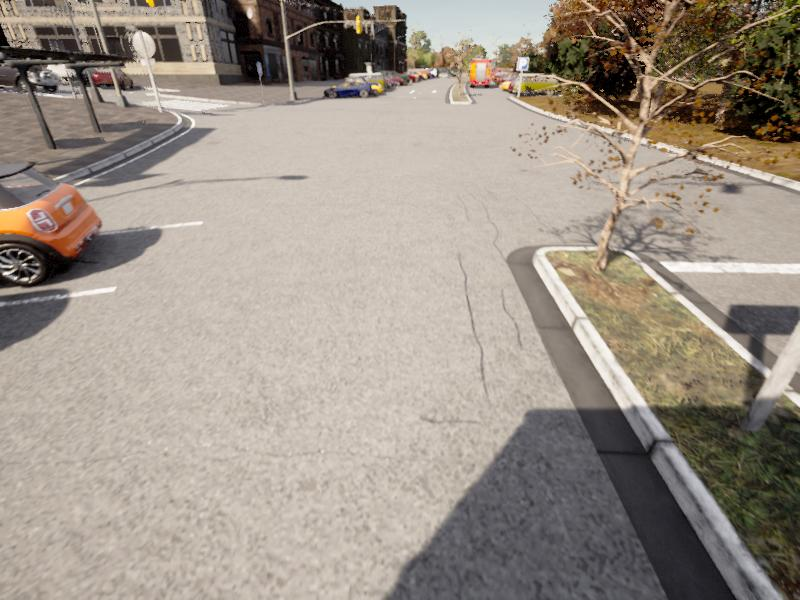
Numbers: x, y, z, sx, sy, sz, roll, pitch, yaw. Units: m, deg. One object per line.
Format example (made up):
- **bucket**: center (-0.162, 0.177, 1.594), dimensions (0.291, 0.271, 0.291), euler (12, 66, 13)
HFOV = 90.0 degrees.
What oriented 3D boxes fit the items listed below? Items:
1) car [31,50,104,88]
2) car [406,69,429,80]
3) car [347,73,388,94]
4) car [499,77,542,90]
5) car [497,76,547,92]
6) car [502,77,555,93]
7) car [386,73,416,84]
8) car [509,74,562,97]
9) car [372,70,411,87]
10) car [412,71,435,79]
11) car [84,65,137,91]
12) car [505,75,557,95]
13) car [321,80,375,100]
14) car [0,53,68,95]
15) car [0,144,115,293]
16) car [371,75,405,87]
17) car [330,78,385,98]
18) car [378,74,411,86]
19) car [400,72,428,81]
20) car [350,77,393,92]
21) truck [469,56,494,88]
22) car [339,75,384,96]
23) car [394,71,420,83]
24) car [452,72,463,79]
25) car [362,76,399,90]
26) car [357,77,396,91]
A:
- **car**: center (-24.867, -17.420, 30.260), dimensions (2.435, 2.045, 5.566), euler (-5, 30, -19)
- **car**: center (3.734, -47.799, 84.870), dimensions (4.442, 1.987, 1.878), euler (-5, 30, -7)
- **car**: center (-3.744, -25.145, 46.386), dimensions (4.442, 1.987, 1.878), euler (-8, 31, -11)
- **car**: center (15.275, -27.603, 50.968), dimensions (4.674, 1.452, 2.002), euler (-6, 31, -11)
- **car**: center (14.708, -26.128, 48.377), dimensions (5.366, 1.575, 1.946), euler (-6, 31, -11)
- **car**: center (14.694, -24.678, 45.922), dimensions (5.366, 1.575, 1.946), euler (-6, 31, -11)
- **car**: center (0.187, -38.568, 69.643), dimensions (5.008, 1.535, 2.097), euler (-6, 31, -8)
- **car**: center (13.706, -21.851, 40.679), dimensions (4.442, 1.987, 1.878), euler (-6, 32, -12)
- **car**: center (-1.301, -34.259, 61.826), dimensions (5.566, 2.045, 2.435), euler (-7, 30, -9)
- **car**: center (5.458, -52.082, 92.587), dimensions (5.008, 1.535, 2.097), euler (-5, 30, -7)
- **car**: center (-21.873, -16.887, 30.464), dimensions (2.002, 1.452, 4.674), euler (-5, 30, -19)
- **car**: center (14.123, -23.269, 43.285), dimensions (4.553, 1.767, 2.185), euler (-6, 31, -11)
- **car**: center (-5.050, -20.369, 38.788), dimensions (4.792, 1.488, 2.163), euler (-8, 31, -12)
- **car**: center (-22.230, -12.909, 22.709), dimensions (4.605, 1.855, 1.932), euler (4, 29, -2)
- **car**: center (-7.663, -1.178, 6.247), dimensions (4.553, 1.767, 2.185), euler (-10, 32, -16)
- **car**: center (-1.786, -32.486, 59.388), dimensions (4.674, 1.452, 2.002), euler (-7, 31, -9)
- **car**: center (-4.371, -21.919, 41.339), dimensions (5.366, 1.575, 1.946), euler (-8, 31, -12)
- **car**: center (-0.846, -35.550, 64.517), dimensions (5.008, 1.535, 2.097), euler (-6, 30, -9)
- **car**: center (2.838, -46.076, 82.394), dimensions (5.366, 1.575, 1.946), euler (-5, 31, -7)
- **car**: center (-3.482, -26.453, 49.060), dimensions (4.892, 1.521, 2.231), euler (-7, 31, -11)
- **truck**: center (11.647, -33.005, 57.826), dimensions (2.891, 3.827, 8.468), euler (4, 31, 8)
- **car**: center (-4.244, -23.518, 43.822), dimensions (4.553, 1.767, 2.185), euler (-8, 31, -11)
- **car**: center (1.296, -41.692, 74.702), dimensions (4.553, 1.767, 2.185), euler (-6, 31, -8)
- **car**: center (13.209, -51.594, 91.886), dimensions (1.895, 1.301, 4.718), euler (6, 31, 10)
- **car**: center (-2.669, -29.457, 54.241), dimensions (4.674, 1.452, 2.002), euler (-7, 31, -10)
- **car**: center (-3.075, -27.937, 51.657), dimensions (4.674, 1.452, 2.002), euler (-7, 31, -10)
